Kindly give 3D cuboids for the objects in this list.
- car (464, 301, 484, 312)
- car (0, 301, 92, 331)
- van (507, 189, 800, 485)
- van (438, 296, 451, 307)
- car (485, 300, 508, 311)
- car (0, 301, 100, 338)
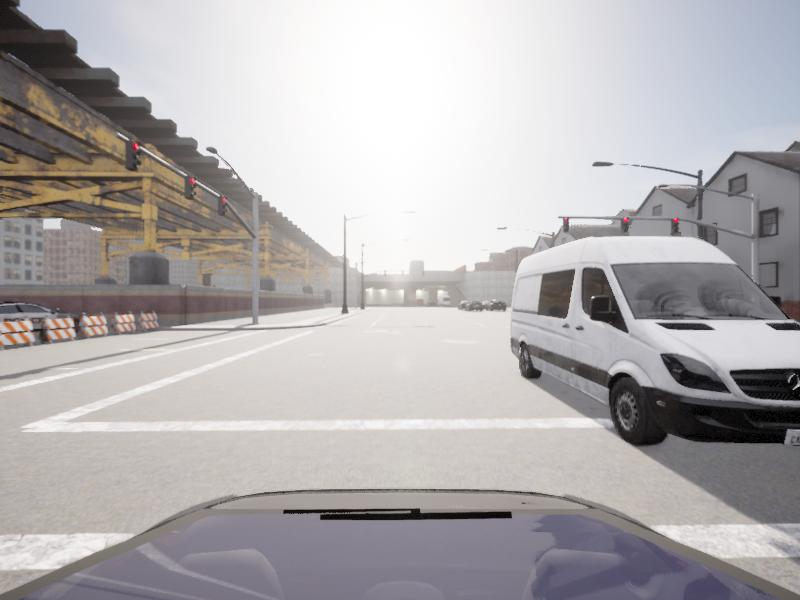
[{"bbox_3d":[10.509,0.847,56.791,2.007,1.525,4.514,0,0,0],"label":"car"},{"bbox_3d":[-16.756,0.645,17.758,1.853,1.218,4.536,0,0,29],"label":"car"},{"bbox_3d":[3.498,0.325,6.414,1.988,2.561,5.915,0,0,0],"label":"van"},{"bbox_3d":[10.063,0.331,91.622,1.988,2.561,5.915,0,0,-4],"label":"van"},{"bbox_3d":[14.006,0.776,58.374,2.242,1.667,4.611,0,0,0],"label":"car"},{"bbox_3d":[-16.731,0.802,17.803,2.038,1.542,4.974,0,0,29],"label":"car"}]
